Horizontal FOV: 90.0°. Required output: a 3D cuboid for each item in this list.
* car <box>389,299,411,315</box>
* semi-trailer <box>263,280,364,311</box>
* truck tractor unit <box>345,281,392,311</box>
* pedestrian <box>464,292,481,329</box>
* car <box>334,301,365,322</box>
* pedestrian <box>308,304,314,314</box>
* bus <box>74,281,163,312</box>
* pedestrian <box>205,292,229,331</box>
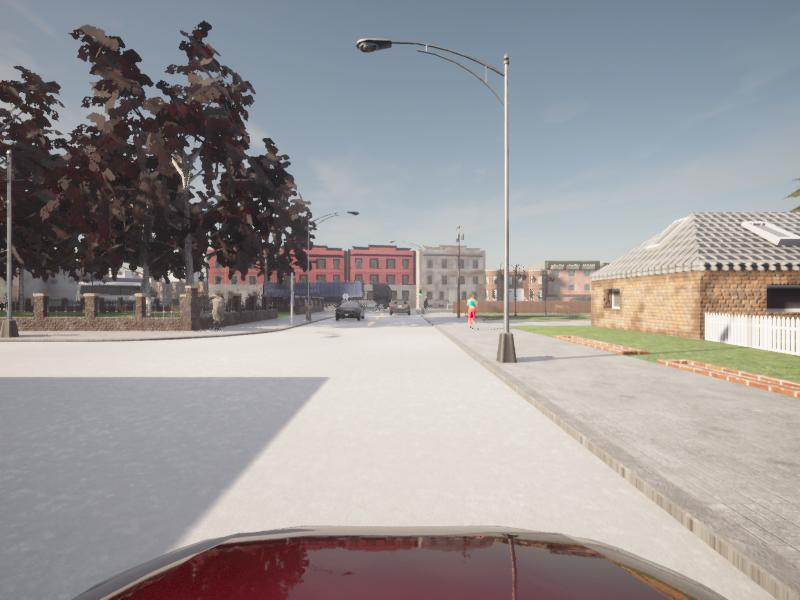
[{"bbox_3d":[0.031,0.756,44.266,2.242,1.667,4.611,0,0,1],"label":"car"},{"bbox_3d":[-12.455,-0.617,58.378,14.254,4.402,2.717,0,0,0],"label":"semi-trailer"},{"bbox_3d":[-4.543,-0.523,58.379,6.516,4.208,3.053,0,0,0],"label":"truck tractor unit"},{"bbox_3d":[3.660,0.533,20.322,0.751,1.860,0.751,0,0,1],"label":"pedestrian"},{"bbox_3d":[-3.932,0.823,32.016,1.882,1.535,5.008,0,0,0],"label":"car"},{"bbox_3d":[-9.210,0.914,41.238,0.500,1.100,0.500,0,0,-1],"label":"pedestrian"},{"bbox_3d":[-40.925,-0.542,58.493,10.273,4.253,3.944,1,0,0],"label":"bus"},{"bbox_3d":[-8.878,0.534,19.434,0.751,1.860,0.751,0,0,5],"label":"pedestrian"}]
